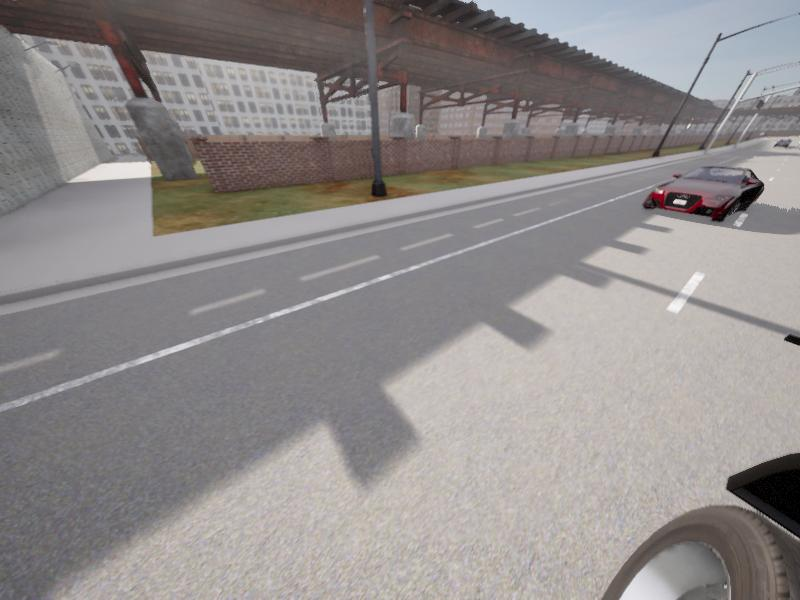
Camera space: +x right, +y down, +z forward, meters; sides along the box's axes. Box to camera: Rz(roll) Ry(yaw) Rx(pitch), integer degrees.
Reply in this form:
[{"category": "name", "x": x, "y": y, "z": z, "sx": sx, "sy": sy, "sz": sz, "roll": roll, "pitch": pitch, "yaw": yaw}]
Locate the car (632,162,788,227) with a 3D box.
[{"category": "car", "x": 10.720, "y": -3.844, "z": 8.063, "sx": 4.181, "sy": 1.385, "sz": 1.994, "roll": -18, "pitch": 39, "yaw": -23}]
